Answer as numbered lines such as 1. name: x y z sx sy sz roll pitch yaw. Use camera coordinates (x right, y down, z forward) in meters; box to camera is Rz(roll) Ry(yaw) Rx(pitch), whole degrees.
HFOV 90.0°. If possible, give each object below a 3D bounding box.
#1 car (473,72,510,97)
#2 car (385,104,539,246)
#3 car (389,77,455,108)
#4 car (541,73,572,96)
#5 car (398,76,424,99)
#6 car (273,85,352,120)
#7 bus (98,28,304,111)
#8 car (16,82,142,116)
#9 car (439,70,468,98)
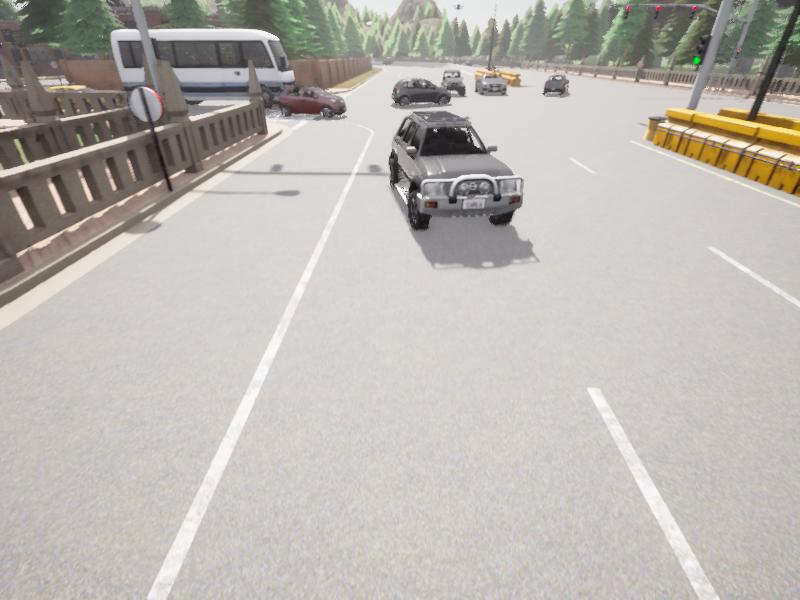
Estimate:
1. car: 7.951 -19.050 35.205 2.152 1.651 5.027 1 31 1
2. car: 0.935 -3.022 8.770 1.932 1.855 4.605 -5 31 -8
3. car: 1.434 -14.107 27.140 3.988 1.617 1.851 -8 32 -12
4. car: 13.722 -18.847 34.966 1.845 1.501 3.633 15 35 22
5. car: 0.906 -17.546 32.987 1.994 1.385 4.181 1 31 2
6. car: -4.754 -10.900 21.972 3.633 1.501 1.845 9 32 14
7. bus: -11.891 -14.555 25.335 10.273 4.253 3.944 0 31 0
8. car: -18.293 -11.564 23.000 5.366 1.575 1.801 1 31 1
9. car: 4.413 -18.172 33.512 1.905 1.878 3.866 1 31 1
